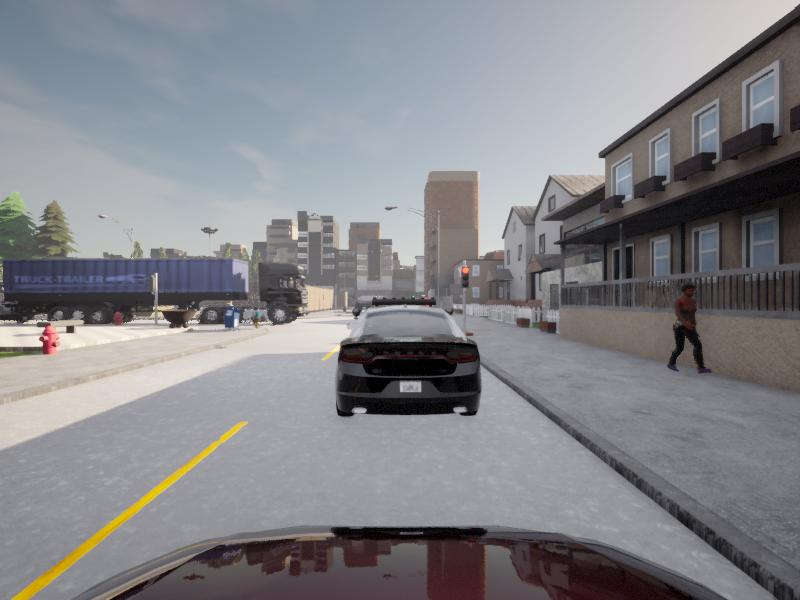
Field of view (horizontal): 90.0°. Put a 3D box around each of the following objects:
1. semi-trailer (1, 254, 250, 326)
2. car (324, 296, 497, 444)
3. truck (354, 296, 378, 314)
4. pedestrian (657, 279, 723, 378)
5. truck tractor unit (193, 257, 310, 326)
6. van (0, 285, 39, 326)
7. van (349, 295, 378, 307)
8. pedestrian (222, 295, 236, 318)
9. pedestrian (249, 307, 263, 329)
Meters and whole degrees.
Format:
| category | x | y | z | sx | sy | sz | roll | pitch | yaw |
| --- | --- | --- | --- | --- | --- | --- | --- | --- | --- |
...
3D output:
| category | x | y | z | sx | sy | sz | roll | pitch | yaw |
| --- | --- | --- | --- | --- | --- | --- | --- | --- | --- |
| semi-trailer | -17.386 | -0.618 | 26.006 | 14.254 | 4.402 | 2.717 | 0 | 0 | -1 |
| car | 0.062 | 0.771 | 7.066 | 1.930 | 1.638 | 5.238 | 0 | 0 | -1 |
| truck | -4.111 | 0.542 | 49.206 | 2.390 | 2.098 | 6.274 | 0 | 0 | 0 |
| pedestrian | 5.727 | 0.533 | 7.934 | 0.751 | 1.860 | 0.751 | 0 | 0 | -5 |
| truck tractor unit | -9.473 | -0.523 | 26.134 | 6.516 | 4.208 | 3.053 | 0 | 0 | -2 |
| van | -27.401 | 0.321 | 26.135 | 5.915 | 2.561 | 1.988 | 0 | 0 | 0 |
| van | -8.008 | 0.322 | 87.564 | 5.915 | 2.561 | 1.988 | 0 | -2 | 16 |
| pedestrian | -13.903 | 0.534 | 32.541 | 0.751 | 1.860 | 0.751 | 0 | 0 | 28 |
| pedestrian | -7.236 | 0.904 | 20.127 | 0.500 | 1.100 | 0.500 | 0 | 0 | 37 |
